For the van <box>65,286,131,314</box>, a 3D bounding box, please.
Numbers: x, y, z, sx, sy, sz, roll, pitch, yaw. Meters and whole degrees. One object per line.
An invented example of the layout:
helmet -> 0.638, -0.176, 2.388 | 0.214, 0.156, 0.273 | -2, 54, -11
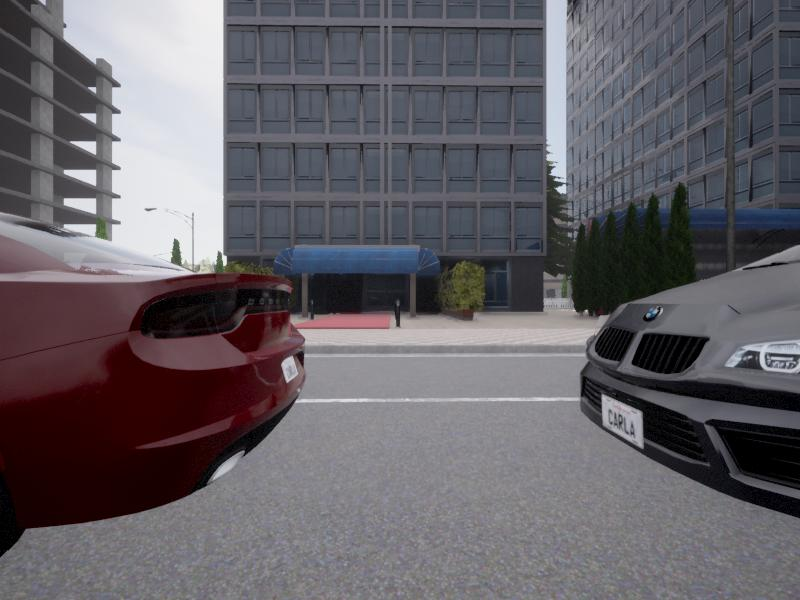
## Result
van -> -22.944, -0.002, 30.603 | 1.775, 1.987, 4.442 | 0, 0, -1

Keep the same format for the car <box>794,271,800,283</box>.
car -> 16.540, -0.940, 16.112 | 0.945, 0.468, 0.156 | 0, 0, 29

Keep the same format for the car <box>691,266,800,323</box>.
car -> 15.472, -0.198, 15.717 | 6.274, 2.098, 2.390 | 0, 0, 29

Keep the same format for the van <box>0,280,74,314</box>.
van -> -29.976, -0.222, 32.179 | 2.351, 2.431, 6.366 | 0, 0, -1

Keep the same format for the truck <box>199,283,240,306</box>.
truck -> -32.711, -0.976, 72.411 | 8.468, 3.827, 2.891 | 0, 0, 35

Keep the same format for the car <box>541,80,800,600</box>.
car -> 3.516, 0.156, 2.286 | 4.611, 1.667, 2.242 | 0, 0, -1

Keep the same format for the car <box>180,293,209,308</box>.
car -> -26.851, 0.046, 52.345 | 1.905, 1.878, 3.866 | 0, 0, -1

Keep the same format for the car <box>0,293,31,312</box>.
car -> -33.484, 0.201, 32.650 | 1.801, 1.575, 5.366 | 0, 0, -1

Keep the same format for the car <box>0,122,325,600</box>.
car -> -3.069, 0.223, 2.122 | 5.008, 1.535, 1.882 | 0, 0, -1
